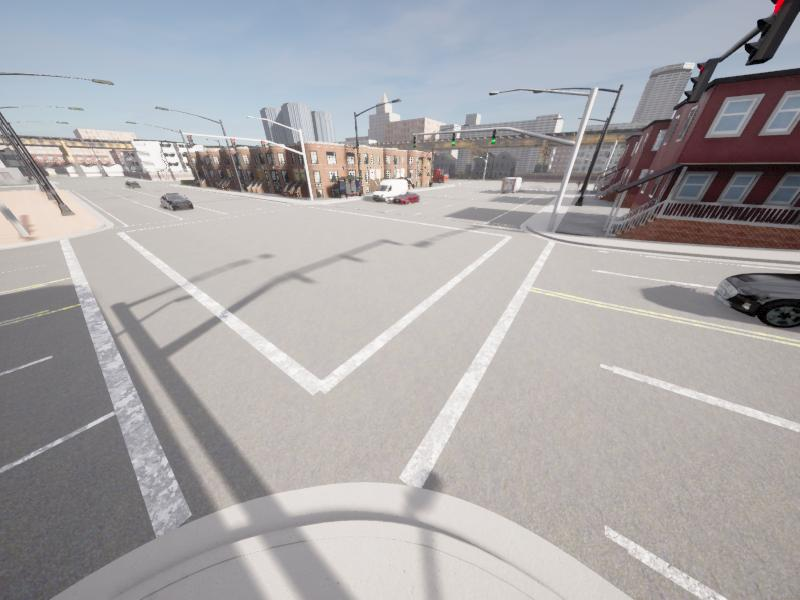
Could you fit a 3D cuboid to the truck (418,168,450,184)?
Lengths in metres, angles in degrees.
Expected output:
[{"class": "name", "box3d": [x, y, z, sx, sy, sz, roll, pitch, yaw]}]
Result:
[{"class": "truck", "box3d": [9.725, -36.000, 66.829, 8.468, 3.827, 2.891, 20, 36, 31]}]

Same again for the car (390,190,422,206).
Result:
[{"class": "car", "box3d": [0.867, -13.044, 29.525, 1.994, 1.385, 4.181, 20, 36, 31]}]

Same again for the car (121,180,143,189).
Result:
[{"class": "car", "box3d": [-60.308, -26.059, 51.929, 4.902, 1.511, 2.128, 20, 35, 30]}]

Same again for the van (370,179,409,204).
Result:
[{"class": "van", "box3d": [-1.337, -15.015, 31.769, 1.988, 2.561, 5.915, 20, 35, 31]}]

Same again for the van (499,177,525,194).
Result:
[{"class": "van", "box3d": [20.517, -20.931, 42.126, 2.351, 2.431, 6.366, 20, 36, 31]}]

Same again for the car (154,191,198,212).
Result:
[{"class": "car", "box3d": [-25.064, -11.054, 25.804, 5.238, 1.638, 1.930, 20, 36, 31]}]

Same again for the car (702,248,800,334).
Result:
[{"class": "car", "box3d": [12.056, 0.004, 5.797, 4.856, 1.649, 2.033, 15, 33, 33]}]
